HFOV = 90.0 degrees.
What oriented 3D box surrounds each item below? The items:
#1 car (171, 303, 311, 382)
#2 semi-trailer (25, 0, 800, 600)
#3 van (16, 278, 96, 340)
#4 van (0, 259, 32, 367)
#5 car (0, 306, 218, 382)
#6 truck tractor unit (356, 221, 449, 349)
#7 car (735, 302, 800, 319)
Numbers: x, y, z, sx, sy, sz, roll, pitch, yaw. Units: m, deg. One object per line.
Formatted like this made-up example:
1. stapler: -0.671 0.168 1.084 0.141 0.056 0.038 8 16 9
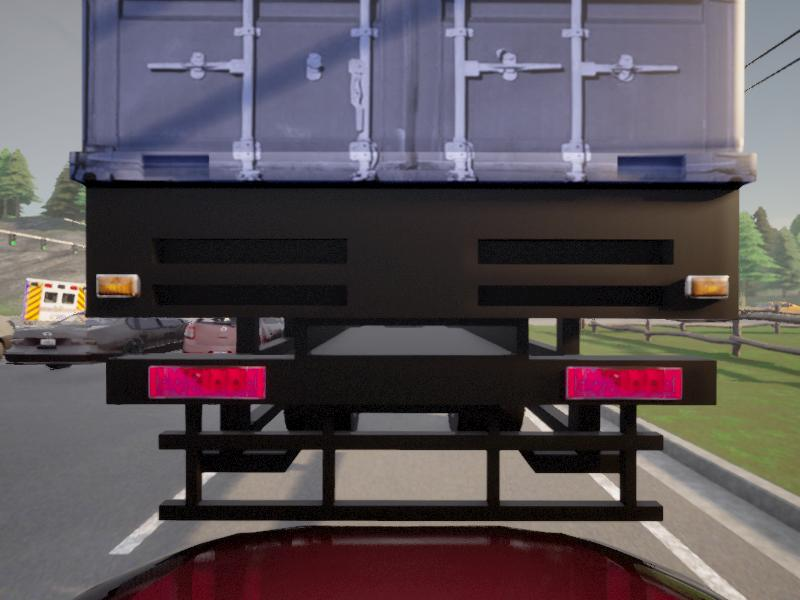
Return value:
1. car: -3.434 0.819 9.452 1.845 1.501 3.633 0 0 0
2. semi-trailer: 0.044 -0.622 8.537 2.717 4.402 14.254 0 0 0
3. van: -16.623 0.429 19.478 2.351 2.431 6.366 7 -5 -40
4. van: -10.443 0.298 7.285 1.988 2.561 5.915 0 0 0
5. car: -6.943 0.885 10.394 2.033 1.411 5.357 0 0 0
6. truck tractor unit: -0.049 -0.501 16.448 3.053 4.208 6.516 0 0 -3
7. car: 33.861 0.951 36.472 5.008 1.535 1.882 0 0 1
